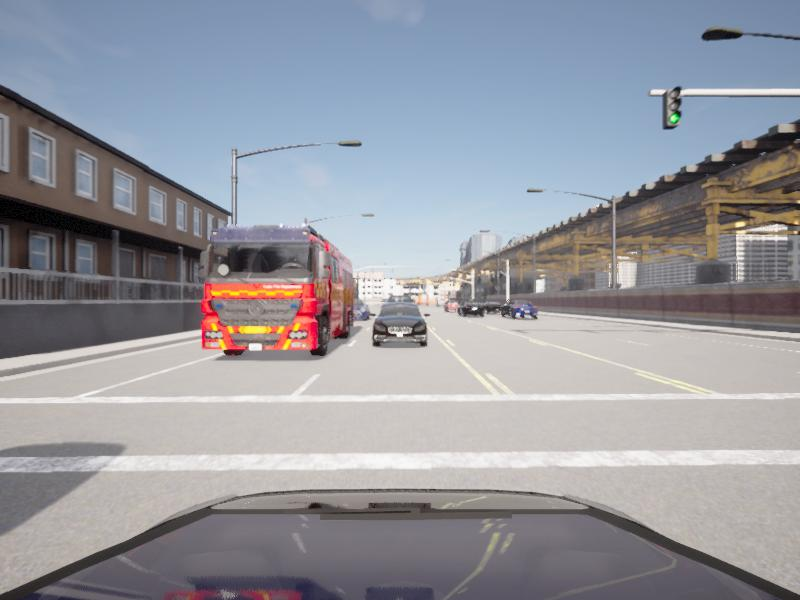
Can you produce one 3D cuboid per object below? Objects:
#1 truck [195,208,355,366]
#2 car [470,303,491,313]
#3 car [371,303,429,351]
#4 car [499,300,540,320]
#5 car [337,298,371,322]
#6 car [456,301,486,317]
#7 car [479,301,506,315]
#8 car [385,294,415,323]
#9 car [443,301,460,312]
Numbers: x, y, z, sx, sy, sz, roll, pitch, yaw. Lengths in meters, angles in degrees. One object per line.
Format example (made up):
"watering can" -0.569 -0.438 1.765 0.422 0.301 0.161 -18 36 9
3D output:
"truck" -3.502 -0.309 13.924 2.891 3.827 8.468 0 0 0
"car" 10.494 1.003 52.357 1.895 1.301 4.718 0 0 0
"car" -0.001 0.861 15.009 1.837 1.490 4.892 0 0 0
"car" 10.496 0.821 35.530 2.152 1.651 5.027 0 0 0
"car" -3.499 0.726 31.071 2.097 1.767 4.553 0 0 0
"car" 6.997 0.896 39.881 2.163 1.488 4.792 0 0 0
"car" 10.496 0.875 45.623 1.882 1.535 5.008 0 0 0
"car" -0.003 0.601 31.376 2.150 2.045 5.566 0 0 0
"car" 6.995 0.870 54.238 1.789 1.549 3.705 0 -1 0
